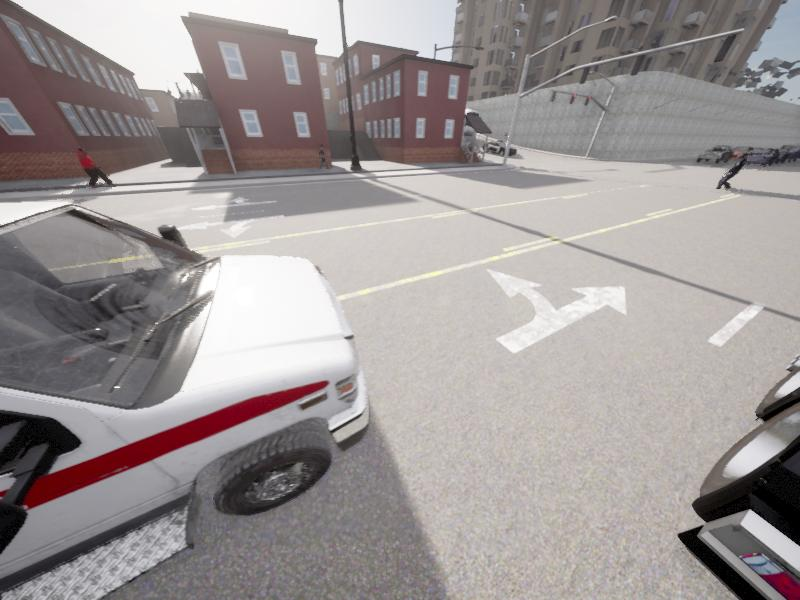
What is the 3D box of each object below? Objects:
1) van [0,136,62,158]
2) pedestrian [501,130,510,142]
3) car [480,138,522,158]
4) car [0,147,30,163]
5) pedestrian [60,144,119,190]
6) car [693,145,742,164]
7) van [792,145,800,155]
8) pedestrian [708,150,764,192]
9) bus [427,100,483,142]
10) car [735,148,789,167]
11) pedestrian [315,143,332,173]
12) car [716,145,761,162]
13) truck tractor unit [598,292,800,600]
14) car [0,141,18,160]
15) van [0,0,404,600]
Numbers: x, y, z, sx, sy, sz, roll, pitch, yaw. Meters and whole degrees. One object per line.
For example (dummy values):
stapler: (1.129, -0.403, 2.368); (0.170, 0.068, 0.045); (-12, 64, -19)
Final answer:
van: (-53.046, -22.006, 33.067); (2.351, 2.431, 6.366); (-16, 38, -22)
pedestrian: (19.330, -29.923, 42.176); (0.751, 1.860, 0.751); (-16, 38, -22)
car: (13.907, -21.247, 32.240); (1.930, 1.638, 5.238); (-16, 43, -22)
car: (-44.054, -15.862, 25.241); (1.994, 1.385, 4.181); (-16, 38, -21)
pedestrian: (-14.999, -6.470, 11.237); (0.751, 1.860, 0.751); (-17, 38, -23)
car: (39.573, -18.216, 28.815); (4.605, 1.855, 1.932); (-16, 38, -22)
van: (84.085, -31.358, 47.411); (5.915, 2.561, 1.988); (-16, 38, -22)
pedestrian: (17.773, -6.833, 12.276); (0.751, 1.860, 0.751); (-15, 38, -21)
bus: (9.687, -33.307, 42.847); (3.944, 4.253, 10.273); (-16, 51, -22)
car: (41.336, -16.374, 26.405); (4.856, 1.649, 2.033); (-16, 38, -22)
pedestrian: (-5.745, -10.668, 17.321); (0.751, 1.860, 0.751); (-17, 38, -23)
car: (46.438, -20.163, 31.737); (4.553, 1.767, 2.097); (-16, 38, -22)
truck tractor unit: (5.153, -0.257, 0.707); (6.516, 4.208, 3.053); (-16, 38, -22)
car: (-49.421, -17.709, 27.405); (1.932, 1.855, 4.605); (-16, 38, -22)
van: (-3.367, 0.696, 0.850); (6.366, 2.431, 2.351); (-16, 38, -22)
